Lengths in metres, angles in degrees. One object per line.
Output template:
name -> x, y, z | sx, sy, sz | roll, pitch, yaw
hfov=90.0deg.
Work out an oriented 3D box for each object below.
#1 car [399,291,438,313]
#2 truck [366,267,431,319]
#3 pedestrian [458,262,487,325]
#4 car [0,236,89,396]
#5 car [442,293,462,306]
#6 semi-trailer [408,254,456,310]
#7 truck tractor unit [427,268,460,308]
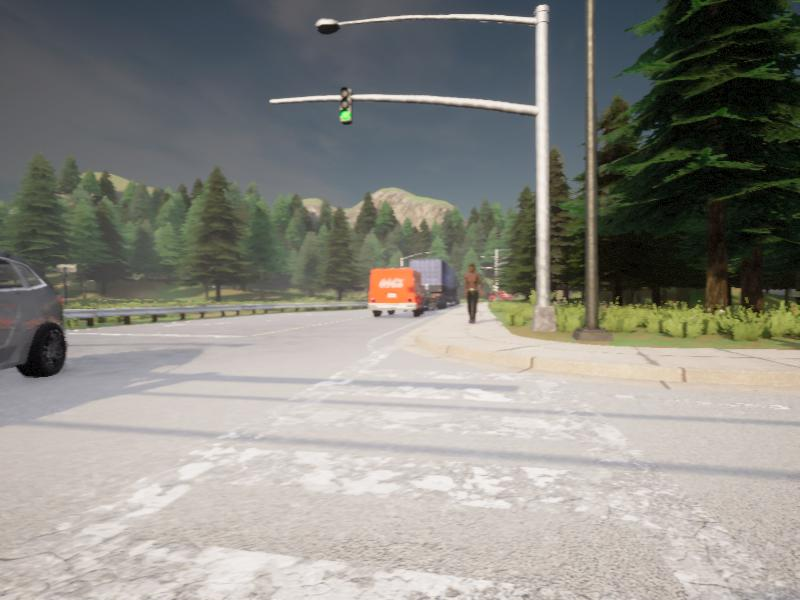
car -> 1.471, 0.116, 29.428 | 2.128, 1.511, 4.902 | 0, 0, 12
truck -> 0.095, -0.339, 22.101 | 2.627, 2.467, 5.204 | 0, 0, 11
pedestrian -> 2.205, -0.193, 12.192 | 0.751, 1.860, 0.751 | 0, 0, 19
car -> -5.132, 0.177, 3.522 | 2.242, 1.667, 4.611 | -1, 0, -17
car -> 7.079, -0.101, 54.482 | 2.242, 1.667, 4.611 | 0, 0, 13
semi-trailer -> 3.498, -1.394, 38.639 | 2.717, 4.402, 14.254 | 0, 0, 12
truck tractor unit -> 5.179, -1.329, 46.372 | 3.053, 4.208, 6.516 | 0, 0, 13
